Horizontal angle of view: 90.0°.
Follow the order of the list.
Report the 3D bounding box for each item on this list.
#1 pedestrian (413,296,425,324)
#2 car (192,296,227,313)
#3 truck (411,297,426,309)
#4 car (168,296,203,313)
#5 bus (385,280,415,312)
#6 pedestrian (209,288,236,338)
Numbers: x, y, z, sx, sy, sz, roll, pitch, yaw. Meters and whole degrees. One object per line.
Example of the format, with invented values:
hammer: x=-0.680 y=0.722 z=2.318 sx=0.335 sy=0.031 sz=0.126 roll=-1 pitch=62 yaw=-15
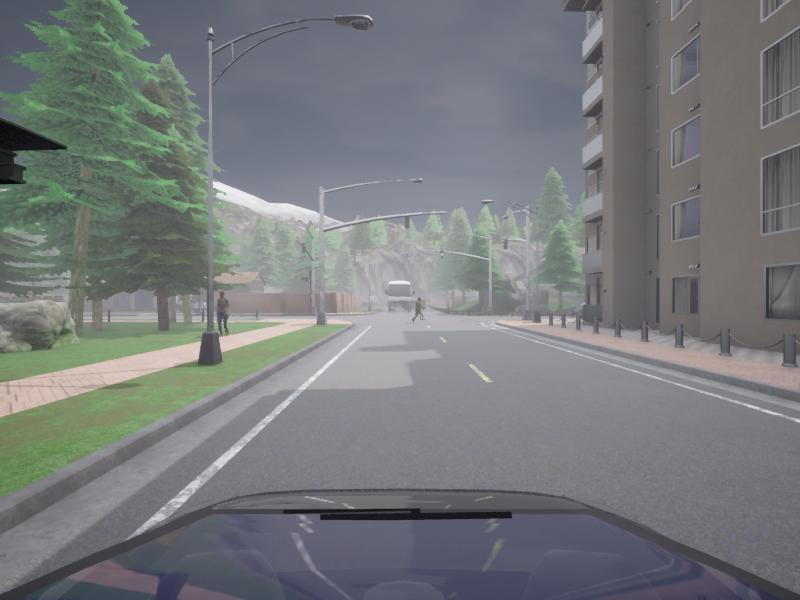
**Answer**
pedestrian: x=1.267 y=0.637 z=26.932 sx=0.751 sy=1.860 sz=0.751 roll=0 pitch=0 yaw=1
car: x=-21.587 y=0.503 z=45.523 sx=1.932 sy=1.855 sz=4.605 roll=0 pitch=0 yaw=-1
truck: x=3.390 y=0.540 z=74.130 sx=2.390 sy=2.098 sz=6.274 roll=0 pitch=0 yaw=0
car: x=-24.091 y=0.505 z=45.073 sx=1.905 sy=1.878 sz=3.866 roll=0 pitch=0 yaw=-1
bus: x=0.035 y=-0.534 z=57.845 sx=3.944 sy=4.253 sz=10.273 roll=0 pitch=0 yaw=0
pedestrian: x=-6.799 y=0.485 z=15.356 sx=0.751 sy=1.860 sz=0.751 roll=0 pitch=0 yaw=-3
